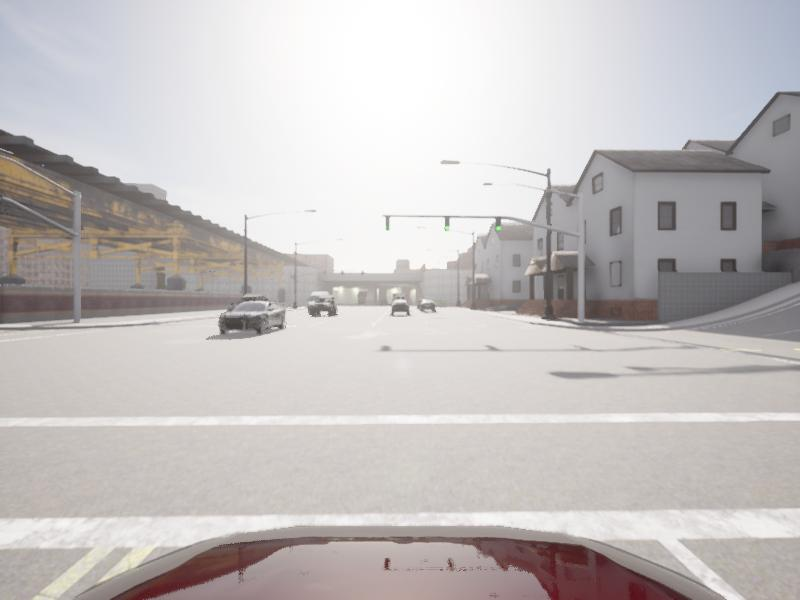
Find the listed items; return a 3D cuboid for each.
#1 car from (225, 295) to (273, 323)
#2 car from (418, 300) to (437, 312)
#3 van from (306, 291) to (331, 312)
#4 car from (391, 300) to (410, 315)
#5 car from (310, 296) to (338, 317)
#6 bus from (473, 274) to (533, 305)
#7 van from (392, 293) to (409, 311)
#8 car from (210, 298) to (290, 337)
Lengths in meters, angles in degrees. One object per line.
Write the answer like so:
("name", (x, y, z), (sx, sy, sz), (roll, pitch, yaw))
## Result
("car", (-10.470, 0.582, 28.047), (1.905, 1.878, 3.866), (0, 0, 0))
("car", (3.548, 0.717, 52.090), (2.128, 1.511, 4.902), (0, 0, 0))
("van", (-10.449, 0.204, 51.613), (1.988, 2.561, 5.915), (0, 0, 0))
("car", (0.048, 0.749, 42.151), (1.837, 1.490, 4.892), (0, 0, 0))
("car", (-6.960, 0.561, 37.003), (1.905, 1.878, 3.866), (0, 0, 0))
("bus", (20.557, -2.035, 80.371), (10.273, 4.253, 3.944), (-11, 0, 0))
("van", (0.087, 0.245, 57.981), (2.351, 2.431, 6.366), (0, 0, 0))
("car", (-6.978, 0.728, 19.324), (1.930, 1.638, 5.238), (0, 0, 0))
